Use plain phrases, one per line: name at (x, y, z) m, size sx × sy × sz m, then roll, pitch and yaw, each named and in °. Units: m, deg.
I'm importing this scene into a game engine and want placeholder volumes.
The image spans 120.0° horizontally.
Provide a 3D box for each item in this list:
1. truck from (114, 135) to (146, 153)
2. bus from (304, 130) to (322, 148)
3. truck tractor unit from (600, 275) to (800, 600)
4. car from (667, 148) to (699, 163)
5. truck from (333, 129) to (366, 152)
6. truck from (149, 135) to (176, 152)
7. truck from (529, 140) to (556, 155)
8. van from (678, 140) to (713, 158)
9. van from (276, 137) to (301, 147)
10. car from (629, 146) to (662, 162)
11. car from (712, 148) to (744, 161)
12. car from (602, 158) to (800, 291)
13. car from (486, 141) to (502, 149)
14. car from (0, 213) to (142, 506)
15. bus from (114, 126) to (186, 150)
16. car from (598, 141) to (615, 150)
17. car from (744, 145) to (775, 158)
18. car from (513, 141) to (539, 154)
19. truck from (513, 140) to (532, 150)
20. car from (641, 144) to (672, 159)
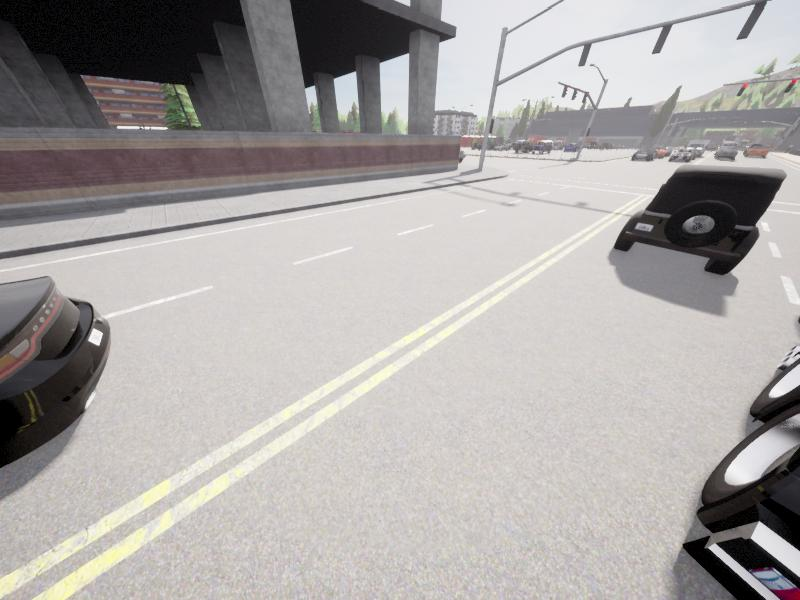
truck at (-47.515, -27.630, 40.784) m, size 2.615 × 2.467 × 5.204 m, roll -26°, pitch 42°, yaw -32°
bus at (-26.459, -49.473, 70.900) m, size 3.944 × 4.253 × 10.273 m, roll -8°, pitch 36°, yaw -11°
truck tractor unit at (5.129, -0.282, 0.755) m, size 6.516 × 4.208 × 3.053 m, roll -17°, pitch 39°, yaw -23°
car at (37.144, -19.041, 30.316) m, size 3.806 × 1.475 × 1.970 m, roll -26°, pitch 42°, yaw -32°
truck at (-11.352, -35.477, 51.336) m, size 2.891 × 3.827 × 8.468 m, roll -26°, pitch 43°, yaw -32°
truck at (-44.217, -29.205, 43.070) m, size 2.615 × 2.467 × 5.204 m, roll -26°, pitch 42°, yaw -32°
truck at (25.078, -26.837, 40.608) m, size 4.478 × 2.038 × 2.069 m, roll -26°, pitch 42°, yaw -32°
van at (49.323, -25.275, 38.526) m, size 6.366 × 2.431 × 2.351 m, roll -26°, pitch 42°, yaw -32°
van at (-34.195, -48.336, 70.807) m, size 6.366 × 2.431 × 2.351 m, roll 9°, pitch 36°, yaw 13°
car at (33.465, -19.959, 31.472) m, size 4.856 × 1.649 × 2.033 m, roll -25°, pitch 42°, yaw -32°
car at (48.605, -21.730, 34.338) m, size 5.357 × 1.411 × 2.033 m, roll -28°, pitch 44°, yaw -35°
car at (6.886, -2.071, 5.366) m, size 3.866 × 1.878 × 1.905 m, roll -26°, pitch 42°, yaw -32°
car at (26.967, -44.494, 66.110) m, size 4.605 × 1.855 × 1.932 m, roll -26°, pitch 42°, yaw -32°
car at (-5.084, 1.151, 0.864) m, size 5.238 × 1.638 × 1.930 m, roll -26°, pitch 42°, yaw -32°
bus at (-57.514, -37.598, 53.709) m, size 10.273 × 4.253 × 3.944 m, roll -25°, pitch 42°, yaw -32°
car at (54.837, -40.967, 61.284) m, size 4.605 × 1.855 × 1.932 m, roll -26°, pitch 42°, yaw -32°
car at (60.695, -25.225, 39.108) m, size 4.553 × 1.767 × 2.097 m, roll -26°, pitch 42°, yaw -32°
car at (23.162, -28.010, 42.438) m, size 4.605 × 1.855 × 1.932 m, roll -26°, pitch 42°, yaw -32°
truck at (32.295, -40.972, 60.938) m, size 4.478 × 2.038 × 2.069 m, roll -26°, pitch 42°, yaw -32°
car at (39.666, -23.003, 35.741) m, size 4.553 × 1.767 × 2.097 m, roll -26°, pitch 42°, yaw -32°
